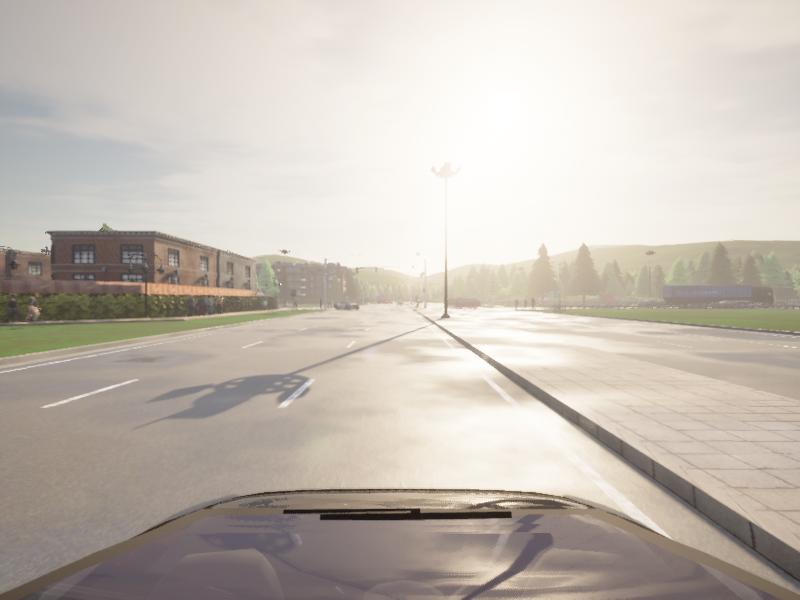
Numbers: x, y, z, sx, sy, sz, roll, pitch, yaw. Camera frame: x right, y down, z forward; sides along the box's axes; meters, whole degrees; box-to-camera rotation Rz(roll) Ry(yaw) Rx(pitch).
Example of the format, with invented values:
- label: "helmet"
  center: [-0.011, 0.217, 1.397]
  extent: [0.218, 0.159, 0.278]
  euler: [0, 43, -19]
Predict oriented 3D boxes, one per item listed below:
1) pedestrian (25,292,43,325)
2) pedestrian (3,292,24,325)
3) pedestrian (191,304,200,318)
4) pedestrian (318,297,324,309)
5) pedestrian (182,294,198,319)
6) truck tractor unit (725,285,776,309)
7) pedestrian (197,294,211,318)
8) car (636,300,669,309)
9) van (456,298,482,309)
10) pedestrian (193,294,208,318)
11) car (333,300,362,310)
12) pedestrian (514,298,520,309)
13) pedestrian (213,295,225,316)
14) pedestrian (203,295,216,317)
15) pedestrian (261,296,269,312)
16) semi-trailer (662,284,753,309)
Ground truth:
- label: "pedestrian"
  center: [-21.250, 0.480, 23.233]
  extent: [0.751, 1.860, 0.751]
  euler: [0, 0, -40]
- label: "pedestrian"
  center: [-21.878, 0.480, 22.666]
  extent: [0.751, 1.860, 0.751]
  euler: [0, 0, -36]
- label: "pedestrian"
  center: [-15.781, 0.859, 30.882]
  extent: [0.500, 1.100, 0.500]
  euler: [0, 0, -13]
- label: "pedestrian"
  center: [-11.827, 0.442, 59.962]
  extent: [0.751, 1.860, 0.751]
  euler: [0, 0, -1]
- label: "pedestrian"
  center: [-15.694, 0.479, 29.961]
  extent: [0.751, 1.860, 0.751]
  euler: [0, 0, 17]
- label: "truck tractor unit"
  center: [62.994, -0.533, 71.905]
  extent: [6.516, 4.208, 3.053]
  euler: [0, 0, -1]
- label: "pedestrian"
  center: [-15.841, 0.478, 32.361]
  extent: [0.751, 1.860, 0.751]
  euler: [0, 0, 21]
- label: "car"
  center: [46.906, 0.767, 74.349]
  extent: [5.027, 1.651, 2.152]
  euler: [0, 0, -10]
- label: "van"
  center: [12.278, 0.584, 71.403]
  extent: [4.442, 1.987, 1.775]
  euler: [0, 0, -1]
- label: "pedestrian"
  center: [-15.737, 0.479, 31.606]
  extent: [0.751, 1.860, 0.751]
  euler: [0, 0, 7]
- label: "car"
  center: [-8.377, 0.814, 63.678]
  extent: [2.038, 1.542, 4.974]
  euler: [0, 0, -43]
- label: "pedestrian"
  center: [20.690, 0.623, 70.787]
  extent: [0.751, 1.860, 0.751]
  euler: [0, 0, -4]
- label: "pedestrian"
  center: [-15.849, 0.478, 35.071]
  extent: [0.751, 1.860, 0.751]
  euler: [0, 0, -1]
- label: "pedestrian"
  center: [-15.818, 0.478, 33.242]
  extent: [0.751, 1.860, 0.751]
  euler: [0, 0, -1]
- label: "pedestrian"
  center: [-16.001, 0.476, 47.432]
  extent: [0.751, 1.860, 0.751]
  euler: [0, 0, 0]
- label: "semi-trailer"
  center: [55.075, -0.634, 71.830]
  extent: [14.254, 4.402, 2.717]
  euler: [0, 0, 0]
